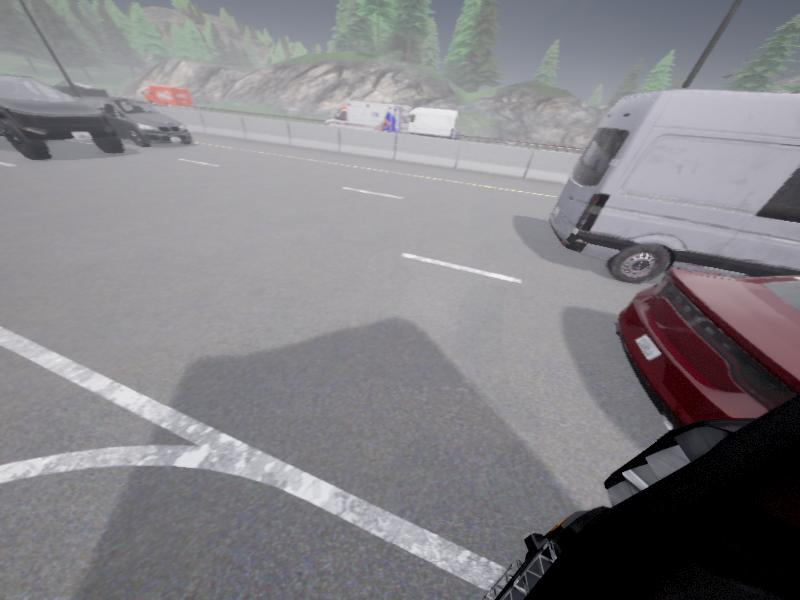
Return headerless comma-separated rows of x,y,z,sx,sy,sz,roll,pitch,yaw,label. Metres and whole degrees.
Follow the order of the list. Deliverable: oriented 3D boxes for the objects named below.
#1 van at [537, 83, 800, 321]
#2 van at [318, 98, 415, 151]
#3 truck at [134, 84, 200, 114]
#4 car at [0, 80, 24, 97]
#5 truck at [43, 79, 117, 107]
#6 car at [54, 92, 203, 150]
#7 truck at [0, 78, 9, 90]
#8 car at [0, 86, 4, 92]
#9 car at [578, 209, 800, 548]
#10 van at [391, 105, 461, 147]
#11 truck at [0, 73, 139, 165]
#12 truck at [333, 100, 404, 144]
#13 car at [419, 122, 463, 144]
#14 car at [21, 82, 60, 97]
6.010,-1.403,3.663,5.915,2.561,1.988,15,40,12,van
-2.389,-12.963,17.045,6.366,2.431,2.351,15,40,12,van
-28.783,-24.906,28.714,5.204,2.467,2.627,13,41,10,truck
-55.653,-29.419,31.935,5.008,1.535,1.882,15,40,12,car
-38.702,-25.034,28.024,6.274,2.098,2.390,15,40,12,truck
-12.498,-8.423,10.888,4.611,1.667,2.242,15,40,12,car
-77.500,-40.931,41.800,8.468,3.827,2.891,15,40,12,truck
-68.224,-35.209,37.546,4.856,1.649,2.033,15,40,12,car
4.528,0.920,1.425,5.008,1.535,1.882,15,40,12,car
2.352,-16.376,21.712,5.915,2.561,1.988,15,40,12,van
-13.415,-6.512,8.084,6.274,2.098,2.390,15,40,12,truck
-2.664,-15.378,19.967,5.204,2.467,2.627,16,40,12,truck
4.315,-17.748,24.474,4.193,1.474,1.816,15,40,12,car
-60.185,-35.287,38.695,4.193,1.474,1.816,15,40,12,car
